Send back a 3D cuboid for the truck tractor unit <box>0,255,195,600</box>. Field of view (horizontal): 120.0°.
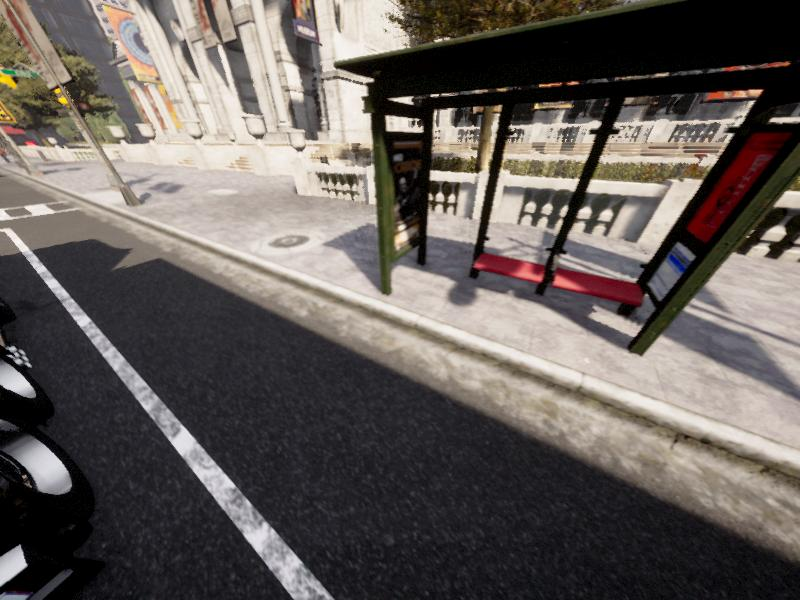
[{"bbox_3d":[-5.102,-0.307,0.810,6.516,4.208,3.053,19,39,25],"label":"truck tractor unit"}]
